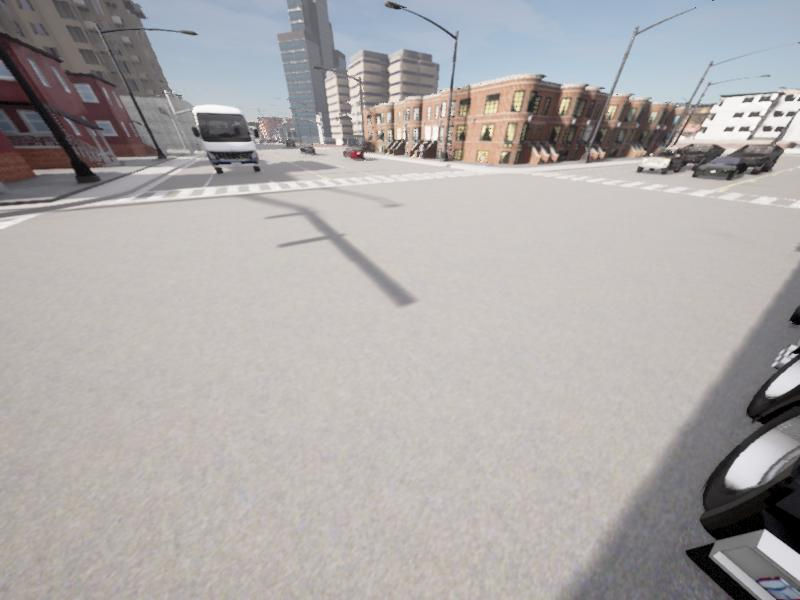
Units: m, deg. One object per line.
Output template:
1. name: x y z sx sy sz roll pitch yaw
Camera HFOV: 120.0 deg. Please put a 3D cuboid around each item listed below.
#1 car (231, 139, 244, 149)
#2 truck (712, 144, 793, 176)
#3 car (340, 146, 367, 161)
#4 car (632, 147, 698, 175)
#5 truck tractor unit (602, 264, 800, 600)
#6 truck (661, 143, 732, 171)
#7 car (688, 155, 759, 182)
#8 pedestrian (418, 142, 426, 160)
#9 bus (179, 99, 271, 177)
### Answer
1. car: -43.134 -41.299 61.197 2.150 2.045 5.566 -18 39 -24
2. truck: 30.774 -12.342 20.180 6.274 2.098 2.390 -18 39 -24
3. car: -6.380 -20.086 31.521 2.163 1.488 4.792 -16 38 -21
4. car: 22.524 -11.887 19.646 4.605 1.855 1.932 -18 39 -24
5. truck tractor unit: 5.111 -0.300 0.782 6.516 4.208 3.053 -18 39 -24
6. truck: 29.185 -14.132 22.740 6.274 2.098 2.390 -18 39 -24
7. car: 24.093 -9.880 17.221 4.181 1.385 1.994 -18 39 -24
8. pedestrian: 2.765 -18.918 29.283 0.751 1.860 0.751 -11 36 -16
9. bus: -14.497 -13.765 19.940 3.944 4.253 10.273 -18 39 -24
